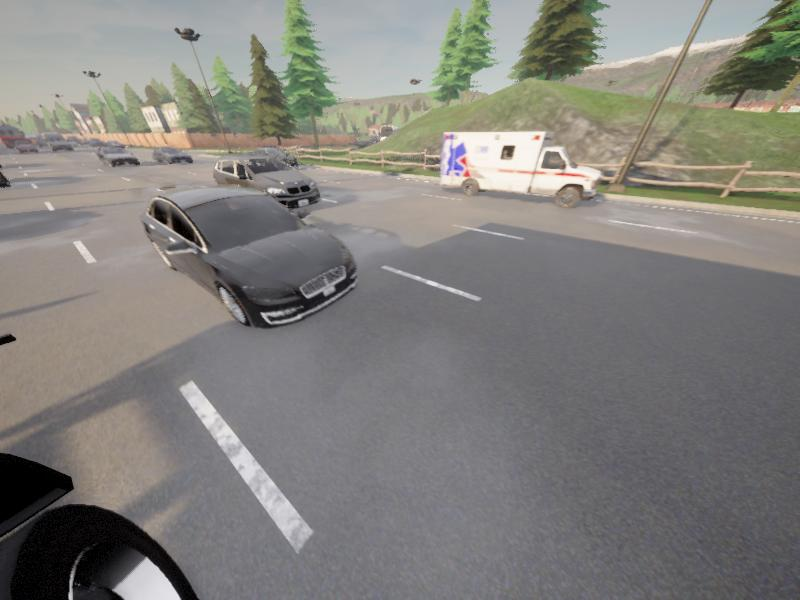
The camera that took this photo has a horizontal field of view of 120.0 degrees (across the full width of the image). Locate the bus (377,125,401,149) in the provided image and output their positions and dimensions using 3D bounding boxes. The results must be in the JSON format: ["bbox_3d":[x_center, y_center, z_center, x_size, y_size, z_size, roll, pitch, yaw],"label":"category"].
[{"bbox_3d":[-2.314,-38.767,55.124,3.944,4.253,10.273,5,35,6],"label":"bus"}]

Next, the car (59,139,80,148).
[{"bbox_3d":[-74.113,-35.126,51.786,3.806,1.475,1.970,22,41,28],"label":"car"}]

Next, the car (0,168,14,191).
[{"bbox_3d":[-21.991,-6.516,11.528,5.027,1.651,2.152,22,41,28],"label":"car"}]

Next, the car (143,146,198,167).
[{"bbox_3d":[-21.864,-13.765,21.998,5.357,1.411,2.033,22,41,28],"label":"car"}]

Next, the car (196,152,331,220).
[{"bbox_3d":[-5.270,-4.630,8.969,4.611,1.667,2.242,22,41,28],"label":"car"}]

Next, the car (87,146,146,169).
[{"bbox_3d":[-24.884,-12.535,20.227,5.357,1.411,2.033,22,41,28],"label":"car"}]

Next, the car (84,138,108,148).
[{"bbox_3d":[-67.836,-35.187,51.586,4.553,1.767,2.097,22,41,28],"label":"car"}]

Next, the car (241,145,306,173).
[{"bbox_3d":[-10.362,-11.630,18.864,5.238,1.638,1.930,22,41,28],"label":"car"}]

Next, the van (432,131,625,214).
[{"bbox_3d":[4.861,-5.727,9.958,6.366,2.431,2.351,22,41,28],"label":"van"}]

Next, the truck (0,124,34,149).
[{"bbox_3d":[-76.207,-32.047,45.288,8.468,3.827,2.891,22,41,28],"label":"truck"}]

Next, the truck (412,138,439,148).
[{"bbox_3d":[6.297,-39.254,57.757,6.274,2.098,2.390,22,41,28],"label":"truck"}]

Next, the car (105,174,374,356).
[{"bbox_3d":[-2.983,-1.158,4.220,4.892,1.490,1.837,22,41,28],"label":"car"}]

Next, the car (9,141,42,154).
[{"bbox_3d":[-53.802,-21.947,33.181,3.633,1.501,1.845,22,41,28],"label":"car"}]

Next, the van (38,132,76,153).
[{"bbox_3d":[-55.159,-25.380,37.156,5.915,2.561,1.988,22,41,28],"label":"van"}]

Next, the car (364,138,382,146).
[{"bbox_3d":[-8.491,-50.247,73.252,5.566,2.045,2.150,22,41,28],"label":"car"}]

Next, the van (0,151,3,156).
[{"bbox_3d":[-54.394,-20.092,29.767,6.366,2.431,2.351,22,41,28],"label":"van"}]

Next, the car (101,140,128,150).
[{"bbox_3d":[-54.732,-29.706,44.282,5.357,1.411,2.033,21,40,27],"label":"car"}]

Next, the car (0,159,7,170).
[{"bbox_3d":[-33.503,-11.163,18.129,4.792,1.488,2.163,22,41,28],"label":"car"}]

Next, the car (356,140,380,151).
[{"bbox_3d":[-6.283,-31.186,46.475,2.097,1.767,4.553,24,41,30],"label":"car"}]

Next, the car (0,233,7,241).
[{"bbox_3d":[-12.663,-2.175,5.682,4.181,1.385,1.994,16,38,21],"label":"car"}]
